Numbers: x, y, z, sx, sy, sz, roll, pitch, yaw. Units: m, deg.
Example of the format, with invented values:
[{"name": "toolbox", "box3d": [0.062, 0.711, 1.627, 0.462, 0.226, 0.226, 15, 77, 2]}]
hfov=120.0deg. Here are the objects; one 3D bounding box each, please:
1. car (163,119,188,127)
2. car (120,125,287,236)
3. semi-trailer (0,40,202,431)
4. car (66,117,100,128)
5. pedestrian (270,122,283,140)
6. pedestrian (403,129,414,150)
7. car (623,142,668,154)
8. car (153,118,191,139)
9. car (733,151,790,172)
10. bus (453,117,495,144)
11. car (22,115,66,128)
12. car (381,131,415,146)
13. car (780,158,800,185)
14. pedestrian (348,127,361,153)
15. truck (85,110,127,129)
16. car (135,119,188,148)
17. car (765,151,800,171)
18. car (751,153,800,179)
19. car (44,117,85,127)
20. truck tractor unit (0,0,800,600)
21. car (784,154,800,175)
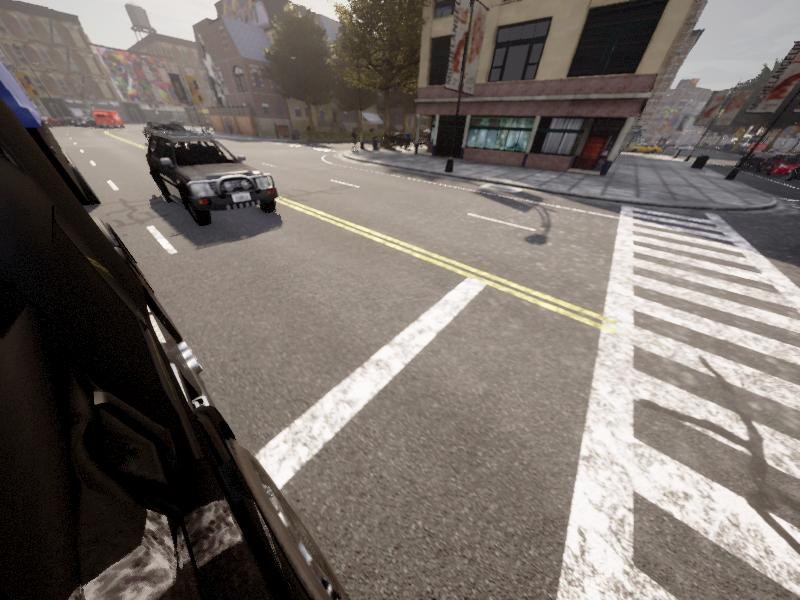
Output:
[{"name": "car", "box3d": [-59.724, -47.094, 61.449, 2.007, 1.525, 4.514, 5, 37, 3]}, {"name": "car", "box3d": [-5.562, -3.643, 6.578, 4.605, 1.855, 1.932, 29, 44, 29]}, {"name": "semi-trailer", "box3d": [-8.723, -3.591, 4.199, 14.254, 4.402, 2.717, 28, 44, 29]}, {"name": "car", "box3d": [-55.023, -30.906, 40.206, 1.970, 1.475, 3.806, -14, 40, -21]}, {"name": "pedestrian", "box3d": [-16.363, -22.391, 30.630, 0.751, 1.860, 0.751, 12, 38, 12]}, {"name": "pedestrian", "box3d": [0.905, -17.472, 25.171, 0.751, 1.860, 0.751, 30, 45, 32]}, {"name": "car", "box3d": [45.420, -28.209, 42.863, 5.366, 1.575, 1.801, 15, 38, 15]}, {"name": "car", "box3d": [-28.445, -21.376, 28.782, 4.605, 1.855, 1.932, 28, 44, 30]}, {"name": "car", "box3d": [37.995, -14.714, 24.459, 1.837, 1.490, 4.892, 28, 43, 29]}, {"name": "bus", "box3d": [15.984, -36.273, 49.515, 3.944, 4.253, 10.273, 28, 44, 30]}, {"name": "car", "box3d": [-56.086, -28.245, 36.534, 2.002, 1.452, 4.674, -18, 41, -25]}, {"name": "car", "box3d": [-0.239, -23.931, 34.190, 1.930, 1.638, 5.238, 28, 44, 30]}, {"name": "car", "box3d": [29.608, -8.845, 16.137, 1.812, 1.442, 4.674, 28, 44, 30]}, {"name": "pedestrian", "box3d": [-4.022, -14.174, 20.456, 0.751, 1.860, 0.751, 30, 45, 32]}, {"name": "truck", "box3d": [-51.565, -31.809, 40.729, 2.627, 2.467, 5.204, -16, 41, -24]}, {"name": "car", "box3d": [-20.898, -14.602, 20.227, 4.605, 1.855, 1.932, 29, 44, 30]}, {"name": "car", "box3d": [44.215, -15.739, 26.130, 1.851, 1.617, 3.988, 28, 44, 30]}, {"name": "car", "box3d": [33.831, -11.829, 20.318, 2.007, 1.525, 4.514, 28, 44, 30]}, {"name": "car", "box3d": [-58.755, -31.309, 40.576, 1.895, 1.301, 4.718, -11, 39, -17]}, {"name": "truck tractor unit", "box3d": [-2.645, -0.295, 0.351, 6.516, 4.208, 3.053, 28, 44, 30]}, {"name": "car", "box3d": [39.965, -12.772, 21.980, 2.128, 1.511, 4.902, 28, 44, 30]}]
